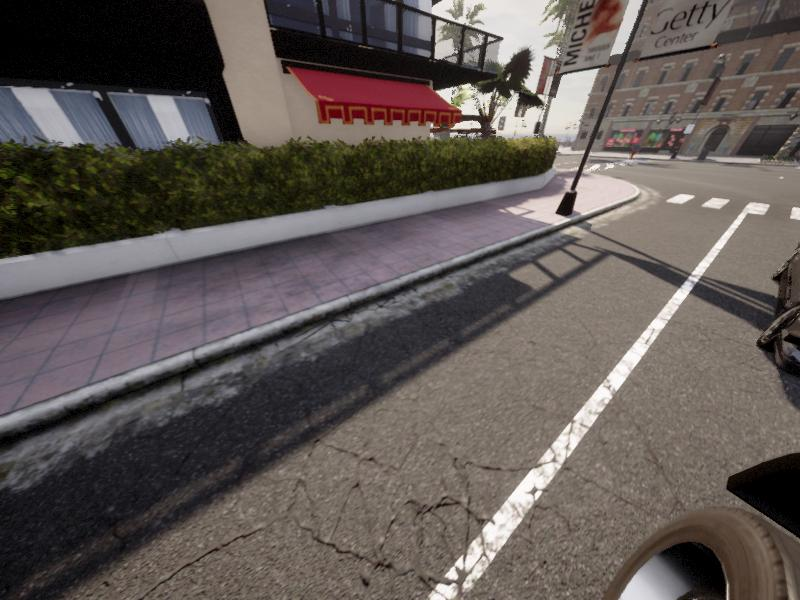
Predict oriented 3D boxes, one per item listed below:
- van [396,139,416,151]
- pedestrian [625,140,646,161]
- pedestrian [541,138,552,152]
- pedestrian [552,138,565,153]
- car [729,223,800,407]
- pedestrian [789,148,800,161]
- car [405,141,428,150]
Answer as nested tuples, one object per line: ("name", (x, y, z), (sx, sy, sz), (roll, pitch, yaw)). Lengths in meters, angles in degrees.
("van", (1.195, -32.048, 47.636), (1.775, 1.987, 4.442), (-23, 41, -28))
("pedestrian", (25.151, -15.964, 24.709), (0.751, 1.860, 0.751), (-24, 42, -30))
("pedestrian", (23.800, -25.247, 37.625), (0.751, 1.860, 0.751), (-17, 38, -22))
("pedestrian", (24.762, -24.196, 36.127), (0.751, 1.860, 0.751), (-13, 37, -17))
("car", (6.561, -0.124, 2.831), (5.357, 1.411, 2.033), (-22, 41, -28))
("pedestrian", (38.835, -14.144, 22.418), (0.500, 1.100, 0.500), (-15, 38, -20))
("car", (3.468, -33.518, 50.009), (1.930, 1.638, 5.238), (-23, 41, -29))
